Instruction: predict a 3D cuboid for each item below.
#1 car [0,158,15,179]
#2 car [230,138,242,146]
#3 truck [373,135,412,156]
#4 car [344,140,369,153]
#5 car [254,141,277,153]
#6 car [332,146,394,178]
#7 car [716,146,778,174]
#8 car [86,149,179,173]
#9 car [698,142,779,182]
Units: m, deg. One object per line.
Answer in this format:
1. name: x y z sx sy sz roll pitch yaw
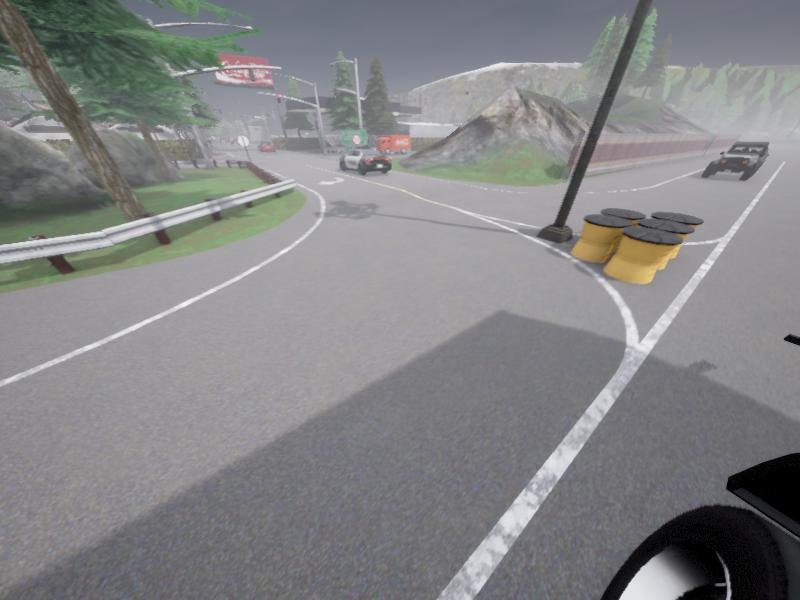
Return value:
1. car: -30.573 -8.733 15.199 5.008 1.535 1.882 -22 41 -28
2. car: -51.212 -49.299 72.088 2.150 2.045 5.566 -22 41 -28
3. truck: -1.109 -23.477 35.028 5.204 2.467 2.627 -20 40 -25
4. car: -7.881 -28.276 42.413 3.866 1.878 1.905 -23 41 -28
5. car: -23.422 -26.600 40.154 2.242 1.667 4.611 -21 40 -29
6. car: -2.699 -9.778 16.117 2.038 1.542 4.974 -22 41 -28
7. car: 25.913 -10.526 17.255 3.705 1.549 1.789 -22 41 -28
8. car: -22.457 -11.998 19.806 4.792 1.488 2.163 -22 41 -28
9. car: 21.084 -8.694 14.407 3.866 1.878 1.905 -22 41 -28
